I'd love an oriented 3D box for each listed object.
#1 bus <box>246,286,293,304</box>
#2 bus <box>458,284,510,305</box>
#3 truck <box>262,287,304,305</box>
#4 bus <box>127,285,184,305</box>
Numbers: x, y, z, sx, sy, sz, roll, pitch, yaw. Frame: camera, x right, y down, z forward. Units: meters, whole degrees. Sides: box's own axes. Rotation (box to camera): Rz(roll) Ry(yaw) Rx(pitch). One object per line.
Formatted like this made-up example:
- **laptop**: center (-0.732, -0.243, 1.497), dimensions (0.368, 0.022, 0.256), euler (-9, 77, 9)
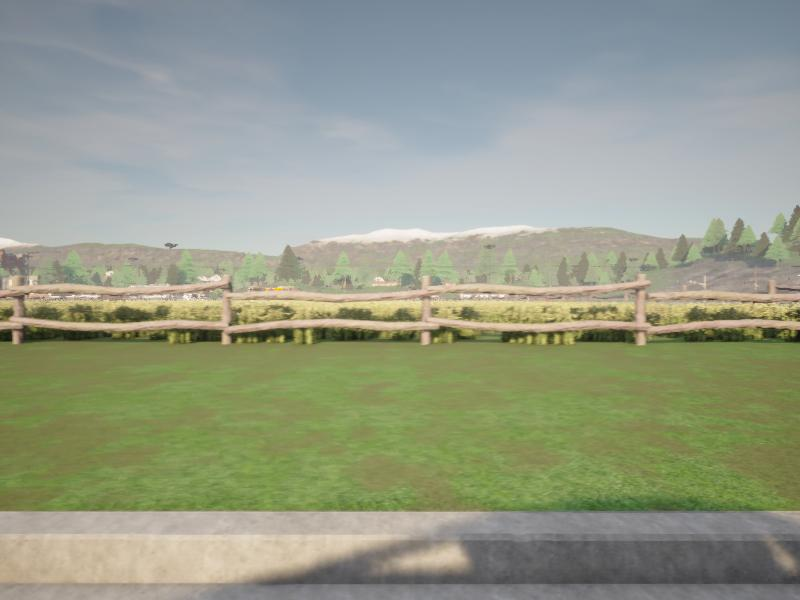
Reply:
- **bus**: center (-32.046, -1.145, 98.805), dimensions (10.273, 4.253, 3.944), euler (0, 0, 0)
- **bus**: center (17.675, -1.135, 85.036), dimensions (10.273, 4.253, 3.944), euler (0, 0, 0)
- **truck**: center (-25.783, -0.930, 88.208), dimensions (8.468, 3.827, 2.891), euler (0, 0, 0)
- **bus**: center (-53.816, -1.149, 88.203), dimensions (10.273, 4.253, 3.944), euler (0, 0, 0)
